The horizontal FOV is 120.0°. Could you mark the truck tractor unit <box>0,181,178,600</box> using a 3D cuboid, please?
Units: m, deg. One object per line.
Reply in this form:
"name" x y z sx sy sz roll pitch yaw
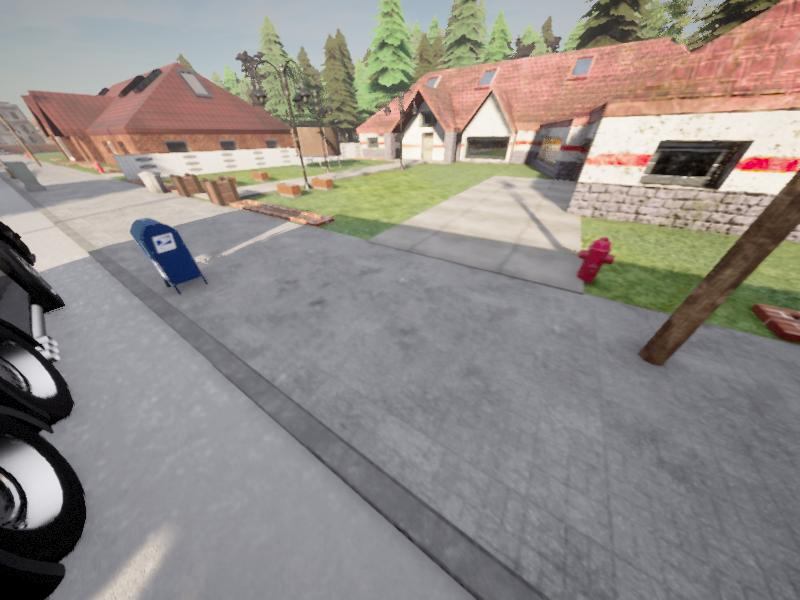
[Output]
"truck tractor unit" -4.968 -0.423 0.952 6.516 4.208 3.053 24 42 30
